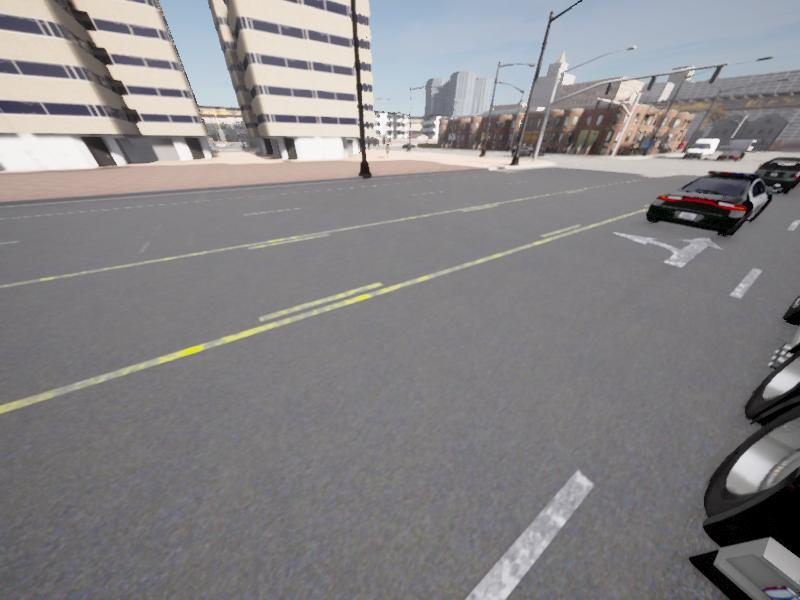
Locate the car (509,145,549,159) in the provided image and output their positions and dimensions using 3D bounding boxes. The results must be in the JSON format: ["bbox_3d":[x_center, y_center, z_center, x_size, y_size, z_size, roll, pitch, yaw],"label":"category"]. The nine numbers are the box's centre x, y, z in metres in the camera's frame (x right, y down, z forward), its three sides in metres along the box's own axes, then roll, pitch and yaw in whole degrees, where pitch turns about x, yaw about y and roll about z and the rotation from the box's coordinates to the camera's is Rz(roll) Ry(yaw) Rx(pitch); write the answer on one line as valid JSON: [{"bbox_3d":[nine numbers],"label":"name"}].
[{"bbox_3d":[20.439,-23.719,36.876,1.930,1.638,5.238,-19,39,-25],"label":"car"}]

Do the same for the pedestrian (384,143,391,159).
[{"bbox_3d":[-1.849,-21.938,33.999,0.751,1.860,0.751,-9,36,-13],"label":"pedestrian"}]

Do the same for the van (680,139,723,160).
[{"bbox_3d":[45.446,-22.713,34.841,5.915,2.561,1.988,-19,39,-25],"label":"van"}]

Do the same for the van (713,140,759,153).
[{"bbox_3d":[84.999,-39.018,58.626,1.988,2.561,5.915,-9,36,-14],"label":"van"}]

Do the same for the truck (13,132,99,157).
[{"bbox_3d":[-69.260,-31.579,46.972,8.468,3.827,2.891,-20,39,-27],"label":"truck"}]

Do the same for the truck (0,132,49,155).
[{"bbox_3d":[-80.999,-32.184,47.516,8.468,3.827,2.891,-19,39,-27],"label":"truck"}]

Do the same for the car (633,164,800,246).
[{"bbox_3d":[10.457,-3.359,7.606,4.974,1.542,2.038,-20,40,-24],"label":"car"}]

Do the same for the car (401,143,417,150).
[{"bbox_3d":[2.556,-44.339,66.526,2.128,1.511,4.902,-19,39,-25],"label":"car"}]

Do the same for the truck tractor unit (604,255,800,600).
[{"bbox_3d":[5.093,-0.318,0.806,6.516,4.208,3.053,-19,39,-25],"label":"truck tractor unit"}]

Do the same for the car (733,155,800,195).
[{"bbox_3d":[21.421,-7.147,13.060,3.988,1.617,1.851,-19,39,-25],"label":"car"}]
